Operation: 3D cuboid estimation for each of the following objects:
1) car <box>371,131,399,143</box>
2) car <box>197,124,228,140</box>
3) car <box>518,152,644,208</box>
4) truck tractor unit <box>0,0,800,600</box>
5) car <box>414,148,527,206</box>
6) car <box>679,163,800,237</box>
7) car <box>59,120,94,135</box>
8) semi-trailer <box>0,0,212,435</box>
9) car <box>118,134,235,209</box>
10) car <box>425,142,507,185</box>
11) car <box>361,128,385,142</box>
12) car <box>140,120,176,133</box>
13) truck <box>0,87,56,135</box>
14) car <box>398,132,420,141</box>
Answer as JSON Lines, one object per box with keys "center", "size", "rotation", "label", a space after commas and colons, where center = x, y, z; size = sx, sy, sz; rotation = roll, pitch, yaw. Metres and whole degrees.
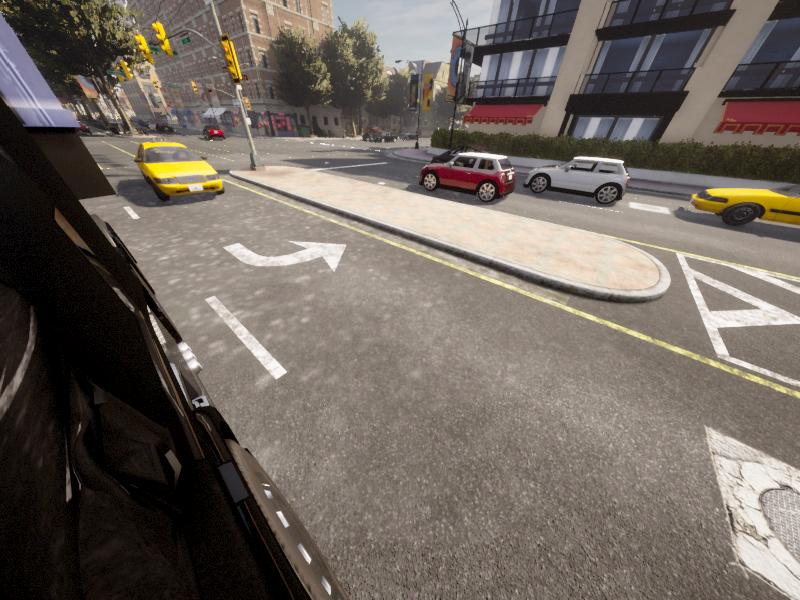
{"center": [-2.394, -26.779, 38.024], "size": [1.837, 1.490, 4.892], "rotation": [27, 43, 29], "label": "car"}
{"center": [-24.638, -22.100, 30.342], "size": [2.007, 1.525, 4.514], "rotation": [-28, 46, -34], "label": "car"}
{"center": [7.679, -5.388, 10.093], "size": [3.806, 1.475, 1.970], "rotation": [28, 44, 30], "label": "car"}
{"center": [-2.645, -0.295, 0.351], "size": [6.516, 4.208, 3.053], "rotation": [28, 44, 30], "label": "truck tractor unit"}
{"center": [2.758, -5.249, 9.598], "size": [3.806, 1.475, 1.970], "rotation": [28, 43, 29], "label": "car"}
{"center": [12.686, -2.811, 6.879], "size": [5.366, 1.575, 1.801], "rotation": [28, 43, 29], "label": "car"}
{"center": [-39.826, -21.262, 28.458], "size": [4.718, 1.301, 1.895], "rotation": [28, 43, 29], "label": "car"}
{"center": [-9.457, -2.940, 3.285], "size": [14.254, 4.402, 2.717], "rotation": [19, 40, 20], "label": "semi-trailer"}
{"center": [-8.162, -4.870, 8.316], "size": [5.366, 1.575, 1.801], "rotation": [31, 45, 33], "label": "car"}
{"center": [3.488, -7.614, 12.739], "size": [3.705, 1.549, 1.789], "rotation": [28, 43, 29], "label": "car"}
{"center": [-4.649, -28.677, 40.086], "size": [1.905, 1.878, 3.866], "rotation": [29, 44, 30], "label": "car"}
{"center": [-39.923, -28.653, 38.124], "size": [4.974, 1.542, 2.038], "rotation": [19, 40, 21], "label": "car"}
{"center": [-42.463, -20.960, 25.776], "size": [8.468, 3.827, 2.891], "rotation": [28, 43, 29], "label": "truck"}
{"center": [1.840, -33.053, 46.715], "size": [1.812, 1.442, 4.674], "rotation": [26, 43, 28], "label": "car"}
